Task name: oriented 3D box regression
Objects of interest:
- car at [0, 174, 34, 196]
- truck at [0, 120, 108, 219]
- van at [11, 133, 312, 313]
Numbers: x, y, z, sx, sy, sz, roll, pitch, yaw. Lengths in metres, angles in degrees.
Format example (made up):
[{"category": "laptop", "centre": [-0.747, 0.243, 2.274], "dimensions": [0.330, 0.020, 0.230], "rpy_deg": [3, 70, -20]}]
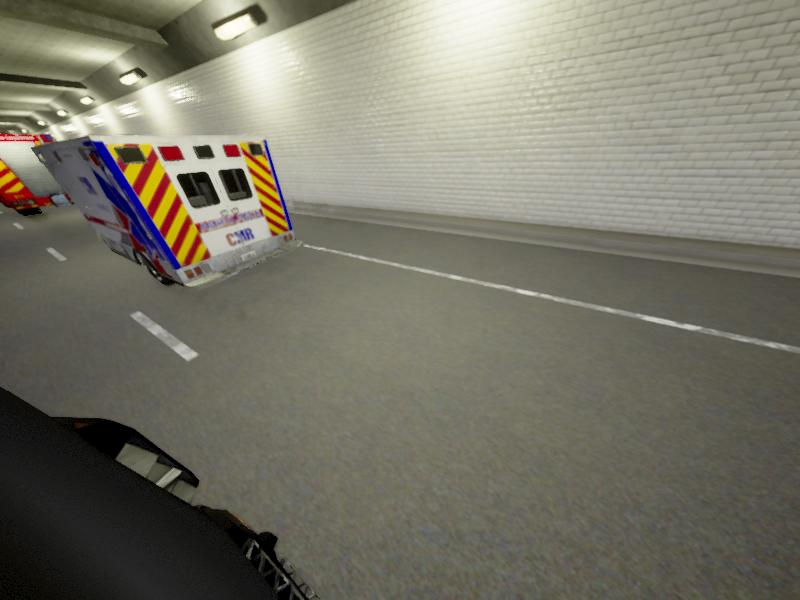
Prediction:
[{"category": "car", "centre": [-35.747, -10.487, 20.946], "dimensions": [4.674, 1.442, 1.812], "rpy_deg": [16, 38, 26]}, {"category": "truck", "centre": [-21.026, -7.226, 12.834], "dimensions": [8.468, 3.827, 2.891], "rpy_deg": [16, 38, 26]}, {"category": "van", "centre": [-5.486, -2.178, 5.387], "dimensions": [6.366, 2.431, 2.351], "rpy_deg": [16, 38, 26]}]
